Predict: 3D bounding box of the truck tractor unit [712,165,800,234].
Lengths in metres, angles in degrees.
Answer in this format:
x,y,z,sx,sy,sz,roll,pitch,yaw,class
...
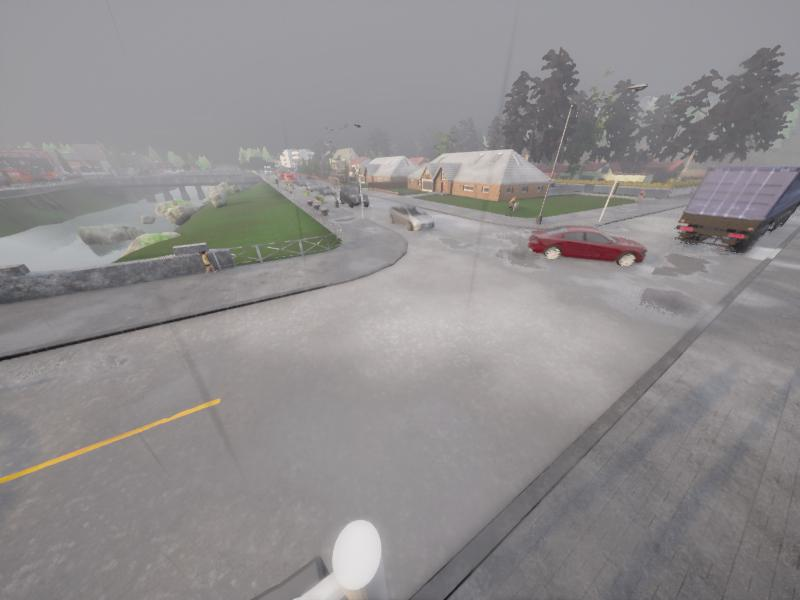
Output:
x,y,z,sx,sy,sz,roll,pitch,yaw,class
28.586,-7.917,17.706,6.516,4.208,3.053,-16,34,-25,truck tractor unit

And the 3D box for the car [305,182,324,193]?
x,y,z,sx,sy,sz,roll,pitch,yaw,class
-16.050,-21.063,43.165,2.038,1.542,4.974,-16,34,-26,car

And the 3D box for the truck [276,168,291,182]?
x,y,z,sx,sy,sz,roll,pitch,yaw,class
-38.571,-41.581,76.402,2.891,3.827,8.468,-16,34,-26,truck

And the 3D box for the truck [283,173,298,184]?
x,y,z,sx,sy,sz,roll,pitch,yaw,class
-31.079,-34.502,65.501,2.627,2.467,5.204,-16,34,-26,truck

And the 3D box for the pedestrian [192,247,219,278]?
x,y,z,sx,sy,sz,roll,pitch,yaw,class
-7.995,-1.552,9.528,0.500,1.100,0.500,-16,34,-26,pedestrian

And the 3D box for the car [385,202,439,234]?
x,y,z,sx,sy,sz,roll,pitch,yaw,class
0.773,-6.513,17.970,2.007,1.525,4.514,-16,34,-26,car

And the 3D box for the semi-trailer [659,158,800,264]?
x,y,z,sx,sy,sz,roll,pitch,yaw,class
21.729,-6.025,14.233,14.254,4.402,2.717,-16,34,-26,semi-trailer

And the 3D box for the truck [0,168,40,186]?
x,y,z,sx,sy,sz,roll,pitch,yaw,class
-97.928,-31.324,58.637,2.891,3.827,8.468,-16,34,-26,truck

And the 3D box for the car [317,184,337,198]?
x,y,z,sx,sy,sz,roll,pitch,yaw,class
-11.541,-17.186,36.376,1.851,1.617,3.988,-16,34,-26,car

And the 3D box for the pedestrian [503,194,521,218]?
x,y,z,sx,sy,sz,roll,pitch,yaw,class
9.901,-8.313,20.498,0.751,1.860,0.751,-17,34,-27,pedestrian

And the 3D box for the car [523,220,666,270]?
x,y,z,sx,sy,sz,roll,pitch,yaw,class
9.274,-2.909,11.715,5.008,1.535,1.882,9,32,16,car

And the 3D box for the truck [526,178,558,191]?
x,y,z,sx,sy,sz,roll,pitch,yaw,class
27.281,-22.337,44.478,2.069,2.038,4.478,-16,34,-26,truck

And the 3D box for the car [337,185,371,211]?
x,y,z,sx,sy,sz,roll,pitch,yaw,class
-5.450,-12.113,27.141,2.150,2.045,5.566,-15,34,-24,car

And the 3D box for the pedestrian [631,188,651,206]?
x,y,z,sx,sy,sz,roll,pitch,yaw,class
27.732,-11.857,26.634,0.751,1.860,0.751,-10,32,-17,pedestrian
